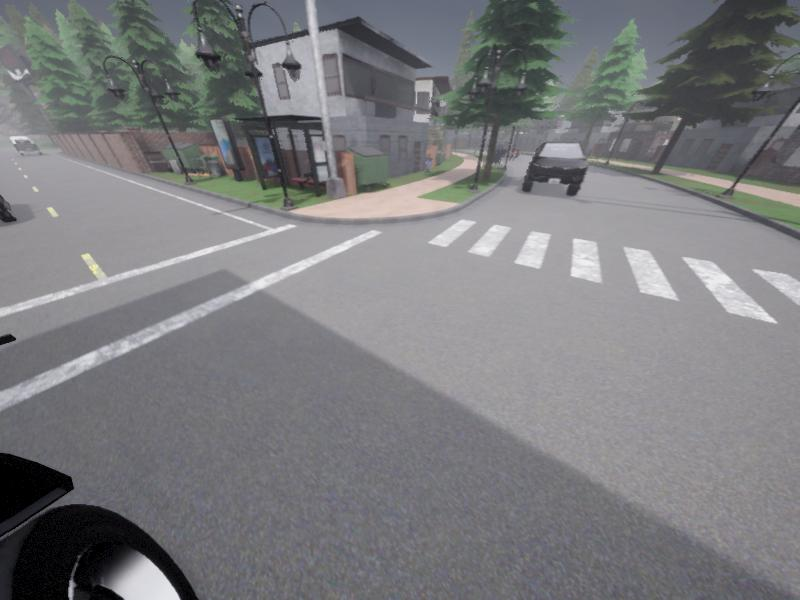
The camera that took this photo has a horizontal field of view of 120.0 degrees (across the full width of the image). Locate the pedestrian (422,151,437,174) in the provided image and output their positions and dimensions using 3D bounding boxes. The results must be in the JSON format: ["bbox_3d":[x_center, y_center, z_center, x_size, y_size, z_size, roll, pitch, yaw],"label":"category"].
[{"bbox_3d":[2.064,-9.661,16.231,0.751,1.300,0.751,19,39,24],"label":"pedestrian"}]

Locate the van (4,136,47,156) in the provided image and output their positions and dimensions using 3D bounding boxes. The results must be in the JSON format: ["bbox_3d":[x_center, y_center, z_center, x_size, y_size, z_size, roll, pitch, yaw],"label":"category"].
[{"bbox_3d":[-49.006,-20.129,30.215,4.480,2.038,2.069,22,41,28],"label":"van"}]

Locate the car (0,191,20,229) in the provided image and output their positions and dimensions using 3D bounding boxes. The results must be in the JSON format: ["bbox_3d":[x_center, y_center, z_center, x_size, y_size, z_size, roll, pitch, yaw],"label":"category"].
[{"bbox_3d":[-13.779,-3.035,6.888,4.181,1.385,1.994,22,41,28],"label":"car"}]

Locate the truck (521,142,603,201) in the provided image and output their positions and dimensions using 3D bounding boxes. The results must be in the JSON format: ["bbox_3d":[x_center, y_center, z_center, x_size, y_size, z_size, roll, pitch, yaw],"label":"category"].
[{"bbox_3d":[8.305,-7.207,12.424,2.390,2.098,6.274,16,38,21],"label":"truck"}]

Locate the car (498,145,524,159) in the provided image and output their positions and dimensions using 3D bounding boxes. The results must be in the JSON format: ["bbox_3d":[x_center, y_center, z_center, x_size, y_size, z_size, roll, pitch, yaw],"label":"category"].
[{"bbox_3d":[15.110,-20.299,31.636,1.845,1.501,3.633,3,35,3],"label":"car"}]

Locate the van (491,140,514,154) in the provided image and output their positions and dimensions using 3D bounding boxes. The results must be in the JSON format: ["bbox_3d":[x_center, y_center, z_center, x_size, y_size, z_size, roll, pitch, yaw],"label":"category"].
[{"bbox_3d":[18.386,-27.648,41.742,1.775,1.987,4.442,-3,35,-4],"label":"van"}]
